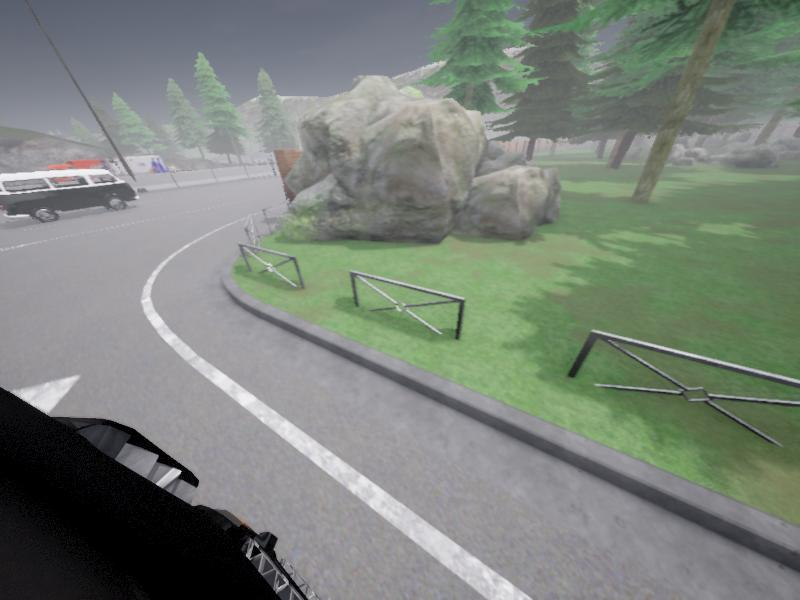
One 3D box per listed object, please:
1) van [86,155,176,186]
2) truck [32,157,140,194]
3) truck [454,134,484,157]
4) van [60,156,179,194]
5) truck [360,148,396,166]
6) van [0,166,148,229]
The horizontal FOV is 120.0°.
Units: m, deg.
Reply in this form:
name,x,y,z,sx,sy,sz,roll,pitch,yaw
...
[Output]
name,x,y,z,sx,sy,sz,roll,pitch,yaw
van,-30.593,-15.033,26.663,1.988,2.561,5.915,16,38,25
truck,-29.634,-12.030,22.149,2.627,2.467,5.204,16,38,25
truck,14.939,-33.289,49.635,2.891,3.827,8.468,20,40,30
van,-25.820,-11.931,21.783,2.351,2.431,6.366,16,38,25
truck,-3.357,-22.761,36.715,2.390,2.098,6.274,16,38,25
van,-16.577,-5.346,11.625,2.069,2.038,4.480,16,38,25
